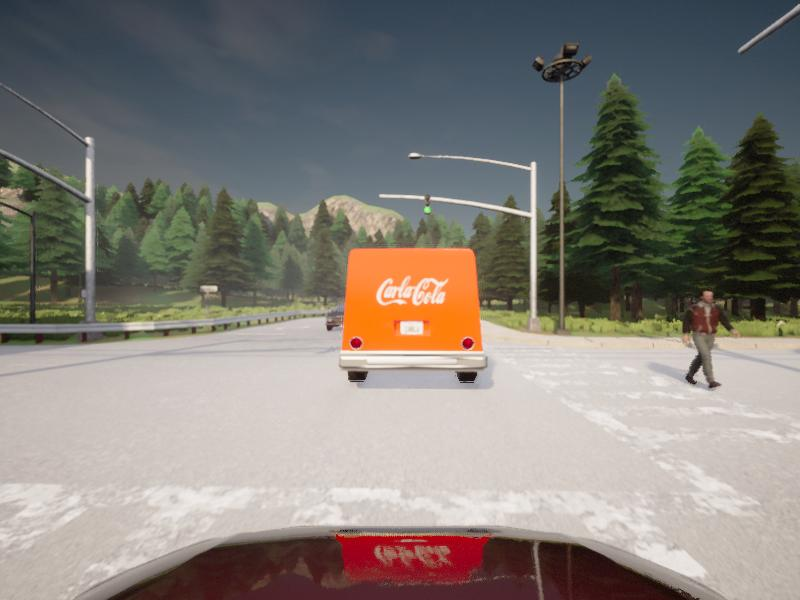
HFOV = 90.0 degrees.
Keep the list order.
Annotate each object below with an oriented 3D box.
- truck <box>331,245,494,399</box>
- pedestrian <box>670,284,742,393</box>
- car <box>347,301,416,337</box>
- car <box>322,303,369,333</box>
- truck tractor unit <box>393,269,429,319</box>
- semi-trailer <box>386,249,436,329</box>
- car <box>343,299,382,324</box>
[{"bbox_3d":[0.273,0.365,9.081,2.627,2.467,5.204,0,0,2],"label":"truck"},{"bbox_3d":[5.507,0.661,7.248,0.751,1.860,0.751,0,0,7],"label":"pedestrian"},{"bbox_3d":[-0.737,0.836,19.621,2.128,1.511,4.902,0,0,13],"label":"car"},{"bbox_3d":[-2.896,0.895,22.291,2.033,1.411,5.357,0,0,-2],"label":"car"},{"bbox_3d":[1.145,-0.522,37.116,3.053,4.208,6.516,0,0,3],"label":"truck tractor unit"},{"bbox_3d":[0.839,-0.618,29.210,2.717,4.402,14.254,0,0,2],"label":"semi-trailer"},{"bbox_3d":[-2.616,0.756,29.048,2.242,1.667,4.611,0,0,2],"label":"car"}]
